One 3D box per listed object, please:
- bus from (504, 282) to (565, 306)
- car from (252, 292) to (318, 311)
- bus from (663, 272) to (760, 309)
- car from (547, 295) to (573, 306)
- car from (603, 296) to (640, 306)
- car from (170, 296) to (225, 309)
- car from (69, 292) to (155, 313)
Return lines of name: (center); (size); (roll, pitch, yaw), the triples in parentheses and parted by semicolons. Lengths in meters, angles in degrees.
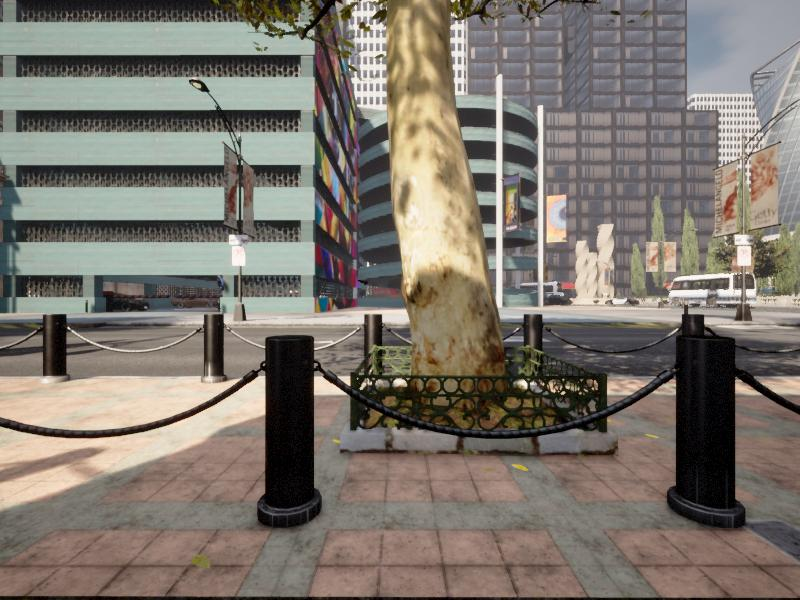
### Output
bus: (25.199, -1.139, 75.615); (10.273, 4.253, 3.944); (0, 0, 44)
car: (-9.593, 0.117, 33.684); (4.902, 1.511, 2.128); (0, 0, 0)
bus: (39.970, -1.135, 52.066); (3.944, 4.253, 10.273); (0, 0, -6)
car: (27.129, 0.057, 67.928); (1.905, 1.878, 3.866); (0, 0, -32)
car: (36.343, 0.196, 65.845); (2.038, 1.542, 4.974); (0, 0, -28)
car: (-20.752, 0.207, 41.191); (4.718, 1.301, 1.895); (0, 0, 0)
car: (-21.193, 0.157, 29.591); (4.786, 1.482, 2.161); (0, 0, 0)
